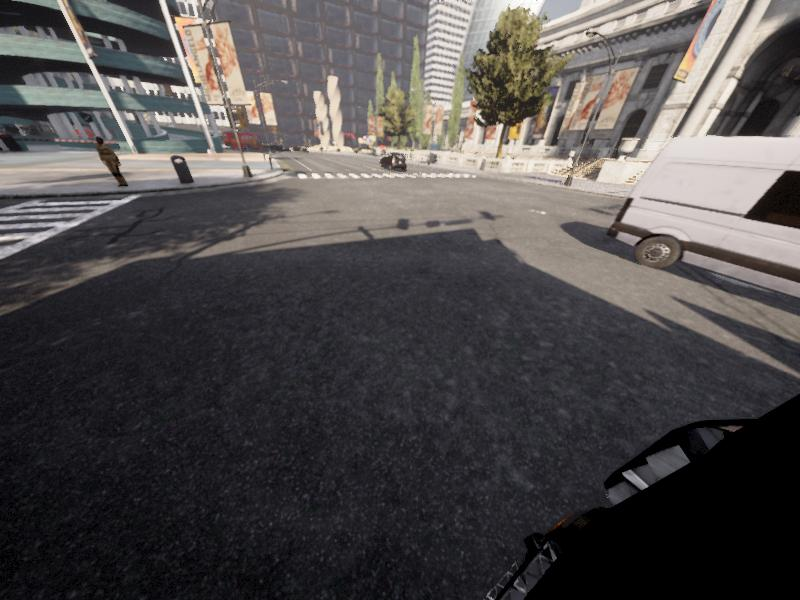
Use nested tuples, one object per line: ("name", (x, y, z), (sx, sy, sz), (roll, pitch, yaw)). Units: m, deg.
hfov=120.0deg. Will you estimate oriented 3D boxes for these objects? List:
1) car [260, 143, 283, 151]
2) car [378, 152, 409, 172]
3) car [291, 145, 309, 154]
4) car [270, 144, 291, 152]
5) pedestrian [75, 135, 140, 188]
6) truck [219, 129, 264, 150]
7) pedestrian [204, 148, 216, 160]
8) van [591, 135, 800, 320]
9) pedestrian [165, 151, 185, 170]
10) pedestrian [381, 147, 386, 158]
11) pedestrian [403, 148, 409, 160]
("car", (-33.191, -39.490, 59.640), (4.902, 1.511, 2.128), (12, 35, 13))
("car", (-0.815, -15.094, 25.156), (1.851, 1.617, 3.988), (-13, 37, -23))
("car", (-22.560, -33.919, 51.935), (3.705, 1.549, 1.789), (24, 39, 29))
("car", (-28.407, -36.170, 55.044), (4.181, 1.385, 1.994), (16, 36, 19))
("pedestrian", (-12.315, -5.847, 9.828), (0.751, 1.860, 0.751), (-4, 34, -11))
("truck", (-39.045, -39.495, 57.052), (8.468, 3.827, 2.891), (8, 34, 7))
("pedestrian", (-19.840, -15.264, 24.139), (0.500, 1.100, 0.500), (-10, 36, -19))
("van", (7.587, -1.161, 3.945), (1.988, 2.561, 5.915), (-13, 38, -23))
("pedestrian", (-15.828, -9.842, 16.271), (0.500, 1.100, 0.500), (-3, 34, -8))
("pedestrian", (-3.366, -29.492, 46.102), (0.751, 1.860, 0.751), (-13, 37, -22))
("pedestrian", (1.049, -26.219, 41.501), (0.751, 1.860, 0.751), (-11, 36, -20))
